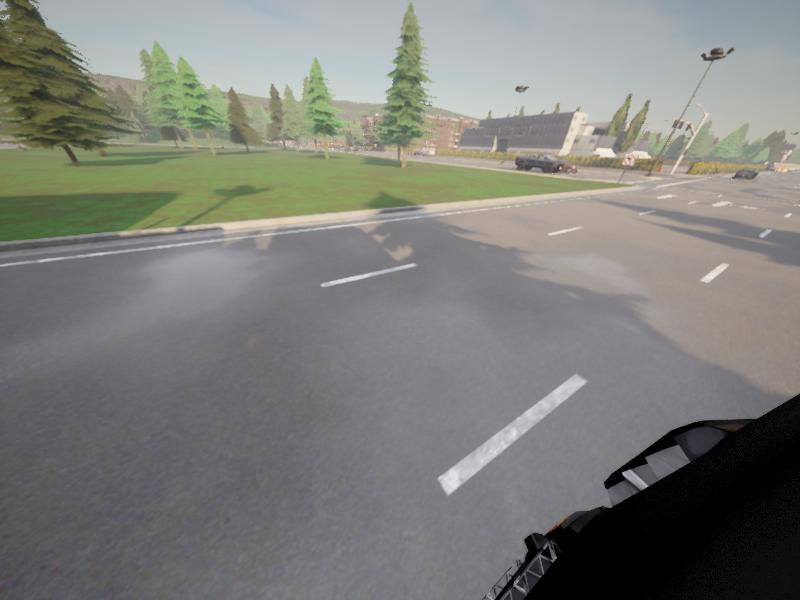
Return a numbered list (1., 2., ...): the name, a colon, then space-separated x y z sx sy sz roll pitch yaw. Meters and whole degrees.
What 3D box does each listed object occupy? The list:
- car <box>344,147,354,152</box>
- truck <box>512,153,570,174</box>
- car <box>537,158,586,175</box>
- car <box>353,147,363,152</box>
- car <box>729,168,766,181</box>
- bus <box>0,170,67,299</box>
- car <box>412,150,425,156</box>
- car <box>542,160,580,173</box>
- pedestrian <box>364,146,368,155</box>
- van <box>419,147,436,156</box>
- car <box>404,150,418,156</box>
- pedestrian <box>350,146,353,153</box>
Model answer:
1. car: -20.021 -59.229 90.728 2.038 1.542 4.974 -18 39 -28
2. truck: 19.213 -18.892 31.924 2.390 2.098 6.274 -17 38 -27
3. car: 22.811 -19.024 32.799 2.152 1.651 5.027 -17 38 -27
4. car: -16.727 -59.900 91.914 2.033 1.649 4.856 -18 39 -28
5. car: 53.533 -19.427 35.582 4.902 1.511 2.128 -17 38 -26
6. bus: -10.578 -0.517 0.179 10.273 4.253 3.944 -16 38 -26
7. car: 6.297 -50.641 79.652 1.812 1.442 4.674 -17 38 -27
8. car: 24.855 -20.710 35.716 1.994 1.385 4.181 -17 38 -27
9. pedestrian: -9.015 -39.817 61.555 0.751 1.860 0.751 -16 38 -26
10. van: 9.523 -51.757 80.664 2.351 2.431 6.366 -17 38 -26
11. car: 3.684 -49.411 77.537 2.038 1.542 4.974 -17 38 -26
12. pedestrian: -14.587 -45.361 69.562 0.751 1.860 0.751 -16 38 -25
